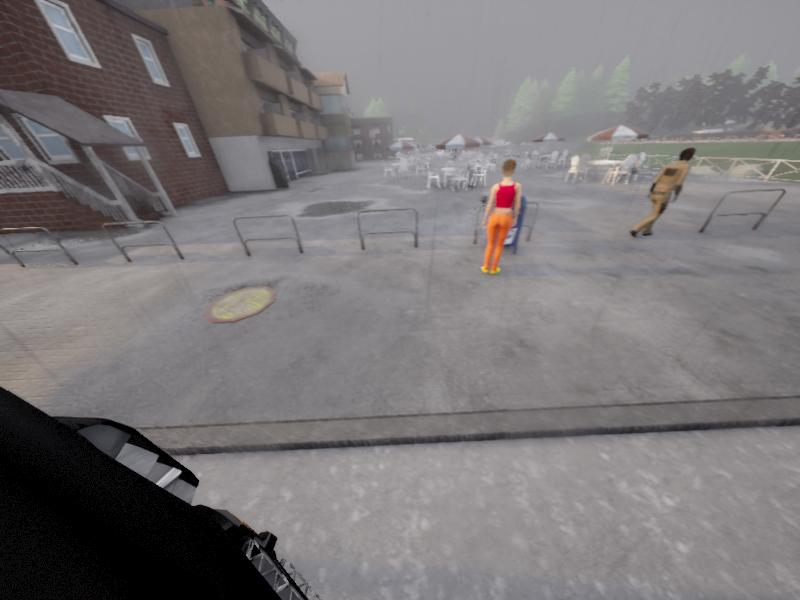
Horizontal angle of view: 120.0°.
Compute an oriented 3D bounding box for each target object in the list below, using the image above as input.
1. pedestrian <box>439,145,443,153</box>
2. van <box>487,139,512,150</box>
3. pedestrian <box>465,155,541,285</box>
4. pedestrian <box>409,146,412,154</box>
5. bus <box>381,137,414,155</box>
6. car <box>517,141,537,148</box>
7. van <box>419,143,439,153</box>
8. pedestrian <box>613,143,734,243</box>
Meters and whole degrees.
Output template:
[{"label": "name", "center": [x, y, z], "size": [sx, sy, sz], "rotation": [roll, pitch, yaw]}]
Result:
[{"label": "pedestrian", "center": [11.054, -40.567, 62.130], "size": [0.751, 1.860, 0.751], "rotation": [16, 38, 26]}, {"label": "van", "center": [30.640, -48.074, 71.526], "size": [6.366, 2.431, 2.351], "rotation": [-3, 34, 0]}, {"label": "pedestrian", "center": [1.654, -1.308, 3.869], "size": [0.751, 1.860, 0.751], "rotation": [14, 37, 23]}, {"label": "pedestrian", "center": [3.164, -44.959, 69.305], "size": [0.751, 1.860, 0.751], "rotation": [-22, 38, -26]}, {"label": "bus", "center": [-0.782, -49.381, 74.322], "size": [10.273, 4.253, 3.944], "rotation": [-3, 34, 0]}, {"label": "car", "center": [39.378, -48.191, 71.728], "size": [4.856, 1.649, 2.033], "rotation": [-3, 34, 0]}, {"label": "van", "center": [9.359, -49.269, 74.868], "size": [5.915, 2.561, 1.988], "rotation": [-3, 34, 0]}, {"label": "pedestrian", "center": [5.809, -2.309, 5.087], "size": [0.751, 1.860, 0.751], "rotation": [-3, 34, 0]}]
